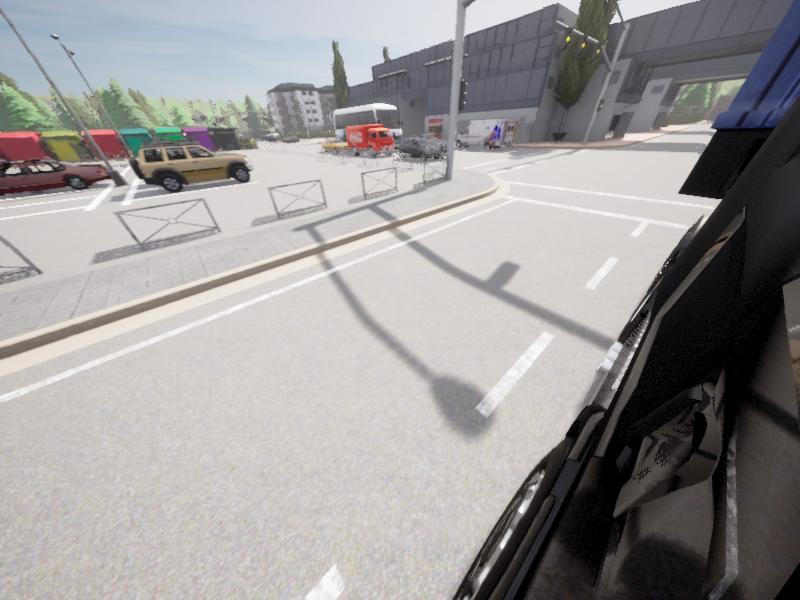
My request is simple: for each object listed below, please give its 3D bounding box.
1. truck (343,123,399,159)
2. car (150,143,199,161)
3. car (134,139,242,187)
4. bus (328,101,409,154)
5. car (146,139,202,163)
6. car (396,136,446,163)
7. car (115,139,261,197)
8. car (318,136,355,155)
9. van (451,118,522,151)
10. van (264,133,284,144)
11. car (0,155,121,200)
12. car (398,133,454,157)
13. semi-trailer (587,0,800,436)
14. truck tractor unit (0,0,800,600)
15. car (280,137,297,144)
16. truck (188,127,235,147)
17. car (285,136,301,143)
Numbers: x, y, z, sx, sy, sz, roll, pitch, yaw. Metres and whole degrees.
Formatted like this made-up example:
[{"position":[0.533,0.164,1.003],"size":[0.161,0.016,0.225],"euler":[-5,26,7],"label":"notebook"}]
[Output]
[{"position":[-2.827,-15.260,22.165],"size":[2.627,2.467,5.204],"euler":[-28,44,-30],"label":"truck"},{"position":[-26.379,-17.397,27.110],"size":[3.806,1.475,1.970],"euler":[-29,44,-31],"label":"car"},{"position":[-11.646,-7.833,13.017],"size":[3.866,1.878,1.905],"euler":[-29,44,-31],"label":"car"},{"position":[-3.884,-20.100,27.214],"size":[3.944,4.253,10.273],"euler":[-28,43,-29],"label":"bus"},{"position":[-24.503,-16.328,25.166],"size":[3.866,1.878,1.905],"euler":[-29,44,-31],"label":"car"},{"position":[1.554,-11.894,18.180],"size":[1.845,1.501,3.633],"euler":[-28,44,-30],"label":"car"},{"position":[-9.795,-6.558,11.193],"size":[4.605,1.855,1.932],"euler":[-29,44,-31],"label":"car"},{"position":[-7.541,-18.208,27.140],"size":[1.801,1.575,5.366],"euler":[-28,43,-29],"label":"car"},{"position":[8.664,-17.158,24.031],"size":[2.351,2.431,6.366],"euler":[-28,44,-30],"label":"van"},{"position":[-33.375,-42.672,61.059],"size":[4.480,2.038,2.069],"euler":[20,42,27],"label":"van"},{"position":[-18.281,-6.157,11.573],"size":[5.357,1.415,2.033],"euler":[-29,44,-31],"label":"car"},{"position":[2.337,-14.633,21.718],"size":[2.152,1.651,5.027],"euler":[-29,44,-31],"label":"car"},{"position":[9.584,-2.779,3.072],"size":[14.254,4.402,2.717],"euler":[-16,38,-18],"label":"semi-trailer"},{"position":[2.645,-0.295,0.351],"size":[6.516,4.208,3.053],"euler":[-28,44,-30],"label":"truck tractor unit"},{"position":[-26.687,-38.117,55.170],"size":[1.895,1.301,4.718],"euler":[-28,43,-29],"label":"car"},{"position":[-49.619,-43.078,61.099],"size":[8.468,3.827,2.891],"euler":[-28,43,-30],"label":"truck"},{"position":[-28.428,-42.683,61.292],"size":[2.033,1.411,5.357],"euler":[-28,43,-29],"label":"car"}]
